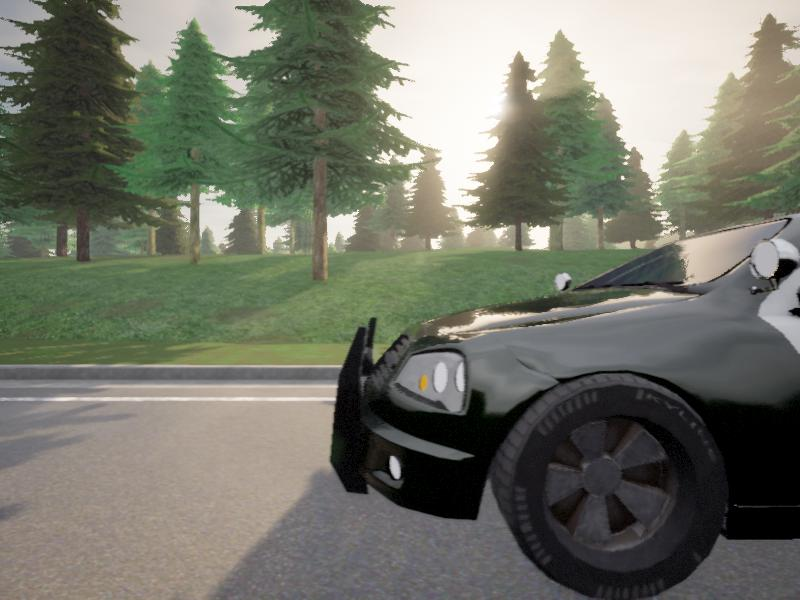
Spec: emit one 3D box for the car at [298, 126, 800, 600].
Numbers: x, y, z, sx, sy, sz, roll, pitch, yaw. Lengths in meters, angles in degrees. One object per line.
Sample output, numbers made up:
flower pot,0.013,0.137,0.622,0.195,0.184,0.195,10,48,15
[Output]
car,2.168,0.228,2.271,4.974,1.542,2.038,0,0,-1
